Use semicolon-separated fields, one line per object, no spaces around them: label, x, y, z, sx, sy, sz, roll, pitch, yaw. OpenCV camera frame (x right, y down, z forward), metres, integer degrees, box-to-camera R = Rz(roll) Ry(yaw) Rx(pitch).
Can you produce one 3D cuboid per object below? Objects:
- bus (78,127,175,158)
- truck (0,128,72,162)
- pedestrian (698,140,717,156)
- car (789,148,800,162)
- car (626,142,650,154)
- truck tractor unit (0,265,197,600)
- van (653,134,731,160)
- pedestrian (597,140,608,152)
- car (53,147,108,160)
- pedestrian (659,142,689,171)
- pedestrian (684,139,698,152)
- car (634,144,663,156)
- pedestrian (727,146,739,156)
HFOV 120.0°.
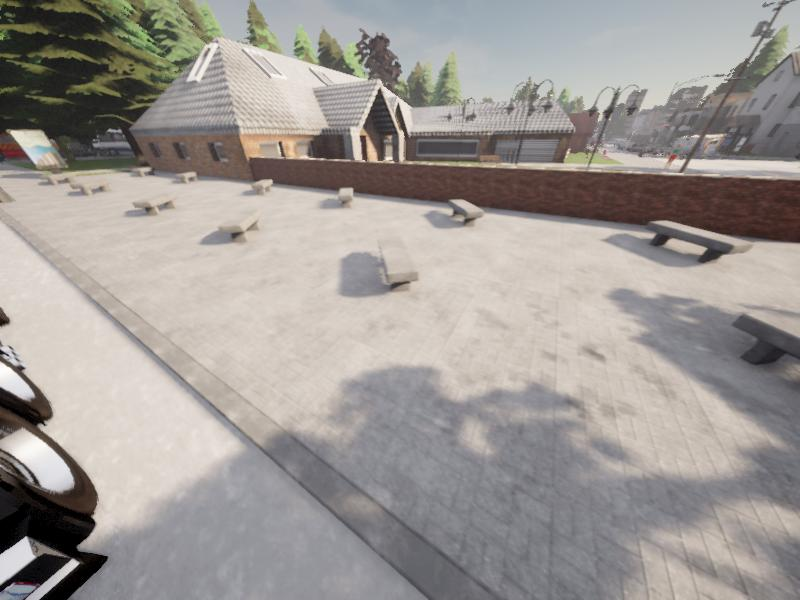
bus;-50.483;-29.509;43.338;3.944;4.253;10.273;18;39;24
truck;-57.035;-23.000;34.244;2.891;3.827;8.468;14;37;20
pedestrian;43.655;-21.628;32.832;0.751;1.860;0.751;25;42;31
car;45.621;-15.117;24.152;4.718;1.301;1.895;19;39;25
car;42.472;-27.218;41.300;1.851;1.617;3.988;18;39;25
truck tractor unit;-5.114;-0.297;0.781;6.516;4.208;3.053;18;39;24
van;39.231;-20.861;31.472;2.351;2.431;6.366;-8;34;5
pedestrian;38.374;-29.217;43.767;0.751;1.860;0.751;10;36;15
car;-51.044;-23.555;37.046;1.837;1.490;4.892;18;39;25
pedestrian;21.478;-11.293;18.174;0.751;1.860;0.751;27;43;34
pedestrian;51.848;-27.456;41.104;0.751;1.860;0.751;-25;42;-31
car;38.987;-23.619;36.371;1.994;1.385;4.181;18;39;24
pedestrian;45.209;-20.191;31.379;0.500;1.100;0.500;-25;42;-31
